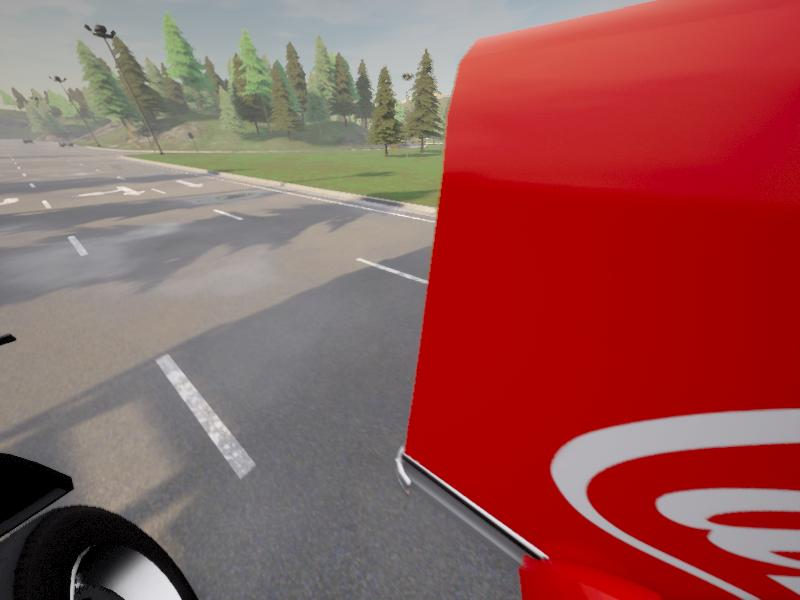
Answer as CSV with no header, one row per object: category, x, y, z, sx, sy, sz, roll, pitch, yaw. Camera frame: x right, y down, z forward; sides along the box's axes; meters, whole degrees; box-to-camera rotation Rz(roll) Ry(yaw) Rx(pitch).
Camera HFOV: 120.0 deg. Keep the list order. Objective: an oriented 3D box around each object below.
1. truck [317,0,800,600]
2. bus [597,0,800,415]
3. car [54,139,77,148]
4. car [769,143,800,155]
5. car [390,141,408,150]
truck,2.765,0.800,0.651,5.204,2.467,2.627,22,41,28
bus,7.977,-0.355,0.788,10.273,4.253,3.944,22,41,28
car,-78.260,-36.629,54.053,4.902,1.511,2.128,22,41,28
car,73.711,-28.728,43.848,2.033,1.649,4.856,22,40,27
car,-0.197,-38.311,57.131,2.152,1.651,5.027,17,39,22
